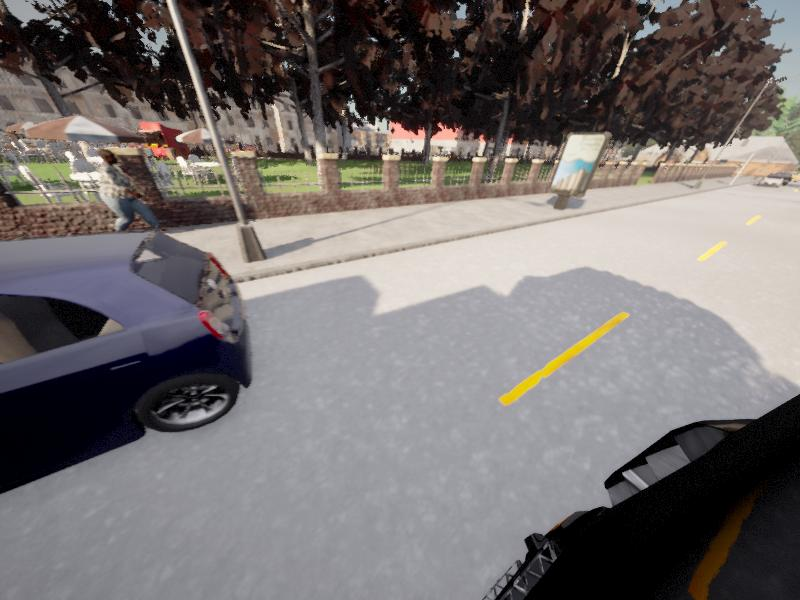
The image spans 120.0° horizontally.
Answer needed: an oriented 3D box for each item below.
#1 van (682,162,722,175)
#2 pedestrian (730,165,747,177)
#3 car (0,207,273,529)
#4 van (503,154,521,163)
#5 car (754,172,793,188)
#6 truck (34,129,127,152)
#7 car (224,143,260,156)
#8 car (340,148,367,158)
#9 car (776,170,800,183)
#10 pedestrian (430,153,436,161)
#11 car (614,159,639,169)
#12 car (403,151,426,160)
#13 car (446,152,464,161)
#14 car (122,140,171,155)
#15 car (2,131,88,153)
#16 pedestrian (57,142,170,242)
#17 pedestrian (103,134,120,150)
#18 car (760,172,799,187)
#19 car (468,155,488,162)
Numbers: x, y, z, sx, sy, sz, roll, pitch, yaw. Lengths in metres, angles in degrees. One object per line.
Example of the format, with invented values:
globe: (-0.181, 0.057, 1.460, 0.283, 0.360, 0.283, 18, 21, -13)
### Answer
van: (63.591, -27.752, 48.768, 1.775, 1.987, 4.442, -17, 39, -27)
pedestrian: (62.240, -23.699, 42.472, 0.751, 1.860, 0.751, -1, 34, -6)
car: (-3.229, 0.468, 1.626, 3.633, 1.501, 1.845, -17, 39, -27)
van: (31.361, -39.687, 64.710, 4.480, 2.038, 2.069, -17, 38, -27)
car: (45.093, -14.534, 27.892, 3.633, 1.501, 1.845, -18, 39, -29)
truck: (-40.410, -20.310, 29.621, 6.274, 2.098, 2.390, -17, 38, -28)
car: (-25.796, -24.604, 37.716, 4.514, 1.525, 2.007, -17, 38, -27)
car: (-9.350, -29.686, 46.633, 4.902, 1.511, 2.128, -17, 38, -27)
car: (63.530, -20.059, 37.567, 5.366, 1.575, 1.801, -21, 40, -31)
pedestrian: (6.497, -28.545, 46.069, 0.751, 1.300, 0.751, -16, 38, -26)
car: (59.258, -35.626, 60.395, 1.905, 1.878, 3.866, -17, 38, -27)
car: (3.073, -30.931, 49.433, 4.514, 1.525, 2.007, -17, 38, -27)
car: (13.145, -34.051, 54.872, 3.705, 1.549, 1.789, -17, 38, -27)
car: (-32.704, -19.804, 30.004, 3.806, 1.475, 1.970, -18, 39, -28)
car: (-39.870, -17.880, 26.198, 4.605, 1.855, 1.932, -17, 38, -27)
pedestrian: (-6.126, -2.356, 5.132, 0.751, 1.860, 0.751, -17, 38, -27)
pedestrian: (-41.790, -22.962, 33.499, 0.751, 1.860, 0.751, -20, 40, -31)
car: (50.847, -16.180, 30.930, 5.357, 1.411, 2.033, -18, 39, -28)
car: (19.872, -35.924, 58.649, 4.892, 1.490, 1.837, -17, 38, -27)
